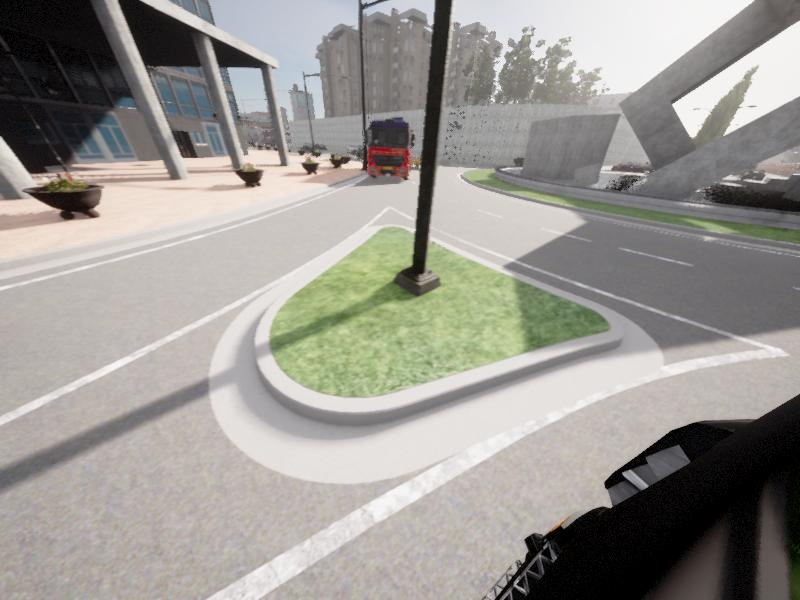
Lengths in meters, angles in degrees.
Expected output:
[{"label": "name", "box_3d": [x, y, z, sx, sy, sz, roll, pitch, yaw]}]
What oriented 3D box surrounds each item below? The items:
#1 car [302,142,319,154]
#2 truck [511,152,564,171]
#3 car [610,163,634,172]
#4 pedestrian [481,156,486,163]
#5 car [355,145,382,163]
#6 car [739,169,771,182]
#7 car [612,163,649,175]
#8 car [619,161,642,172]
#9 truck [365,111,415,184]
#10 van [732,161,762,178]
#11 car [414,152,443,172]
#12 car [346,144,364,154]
[{"label": "car", "box_3d": [-19.052, -32.361, 49.218, 1.905, 1.878, 3.866, -24, 42, -34]}, {"label": "truck", "box_3d": [20.737, -21.116, 35.241, 6.274, 2.098, 2.390, 8, 34, 7]}, {"label": "car", "box_3d": [39.782, -23.762, 41.387, 4.718, 1.301, 1.895, -22, 41, -33]}, {"label": "pedestrian", "box_3d": [15.587, -26.349, 43.267, 0.500, 1.100, 0.500, 18, 36, 21]}, {"label": "car", "box_3d": [-4.770, -21.910, 34.663, 1.932, 1.855, 4.605, -19, 41, -29]}, {"label": "car", "box_3d": [53.923, -19.015, 35.199, 4.193, 1.474, 1.816, -25, 43, -35]}, {"label": "car", "box_3d": [35.408, -20.074, 35.463, 4.181, 1.385, 1.994, -9, 36, -18]}, {"label": "car", "box_3d": [45.188, -26.250, 45.313, 4.974, 1.542, 2.038, -24, 42, -34]}, {"label": "truck", "box_3d": [-0.470, -12.071, 18.519, 2.891, 3.827, 8.468, 4, 34, 2]}, {"label": "van", "box_3d": [66.881, -25.293, 44.633, 5.915, 2.561, 1.988, -24, 42, -34]}, {"label": "car", "box_3d": [3.134, -16.115, 26.872, 1.801, 1.575, 5.366, -3, 34, -9]}, {"label": "car", "box_3d": [-11.744, -39.398, 60.179, 2.150, 2.045, 5.566, -24, 42, -34]}]
